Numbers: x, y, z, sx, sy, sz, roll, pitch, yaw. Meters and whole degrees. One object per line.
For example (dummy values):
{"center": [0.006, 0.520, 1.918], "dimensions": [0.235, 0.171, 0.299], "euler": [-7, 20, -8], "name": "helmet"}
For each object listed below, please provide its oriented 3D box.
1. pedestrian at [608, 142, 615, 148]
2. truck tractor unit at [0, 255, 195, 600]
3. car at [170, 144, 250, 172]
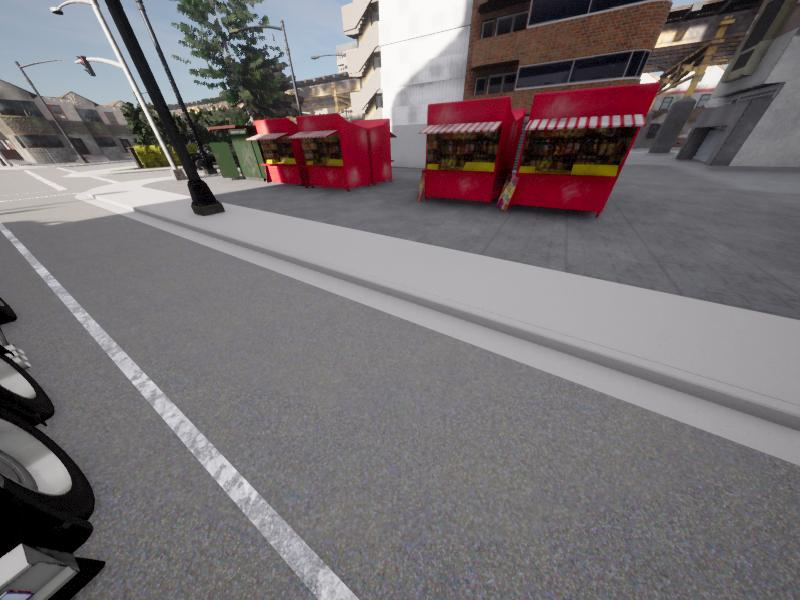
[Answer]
{"center": [41.657, -30.545, 45.524], "dimensions": [0.500, 1.100, 0.500], "euler": [18, 39, 25], "name": "pedestrian"}
{"center": [-5.097, -0.314, 0.801], "dimensions": [6.516, 4.208, 3.053], "euler": [19, 39, 25], "name": "truck tractor unit"}
{"center": [-19.118, -14.654, 23.663], "dimensions": [2.150, 2.045, 5.566], "euler": [18, 39, 26], "name": "car"}
